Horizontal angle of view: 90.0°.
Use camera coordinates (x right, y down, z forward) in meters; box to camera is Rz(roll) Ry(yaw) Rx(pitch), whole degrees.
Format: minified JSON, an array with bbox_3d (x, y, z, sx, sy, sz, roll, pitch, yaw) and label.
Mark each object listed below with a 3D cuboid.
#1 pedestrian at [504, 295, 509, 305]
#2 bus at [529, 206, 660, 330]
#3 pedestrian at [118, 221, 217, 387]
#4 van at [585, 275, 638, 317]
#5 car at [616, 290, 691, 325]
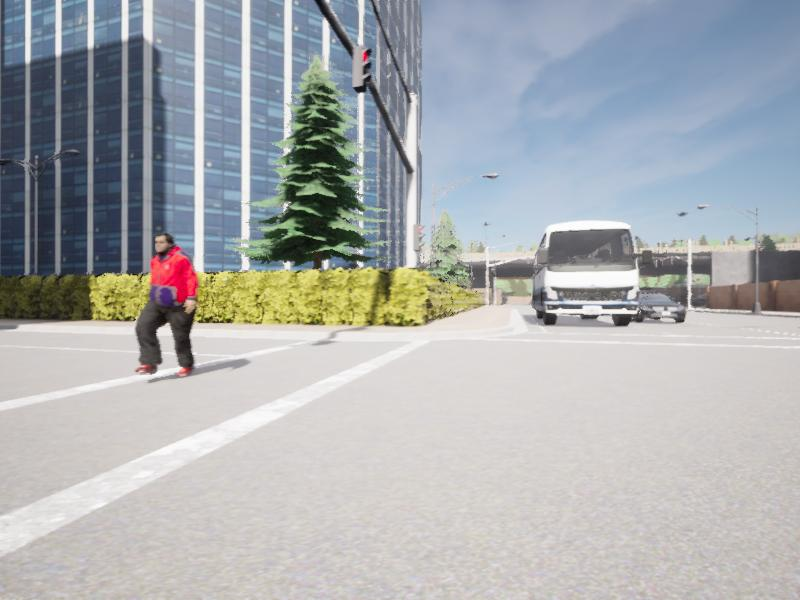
[{"bbox_3d":[19.676,0.026,73.869,0.751,1.860,0.751,0,0,37],"label":"pedestrian"},{"bbox_3d":[8.449,-1.093,19.235,3.944,4.253,10.273,0,0,16],"label":"bus"},{"bbox_3d":[-2.843,0.043,4.950,0.751,1.860,0.751,0,0,14],"label":"pedestrian"},{"bbox_3d":[14.265,-0.217,27.396,1.988,2.561,5.915,0,0,16],"label":"van"},{"bbox_3d":[11.981,0.315,19.289,1.812,1.442,4.674,0,0,16],"label":"car"}]
